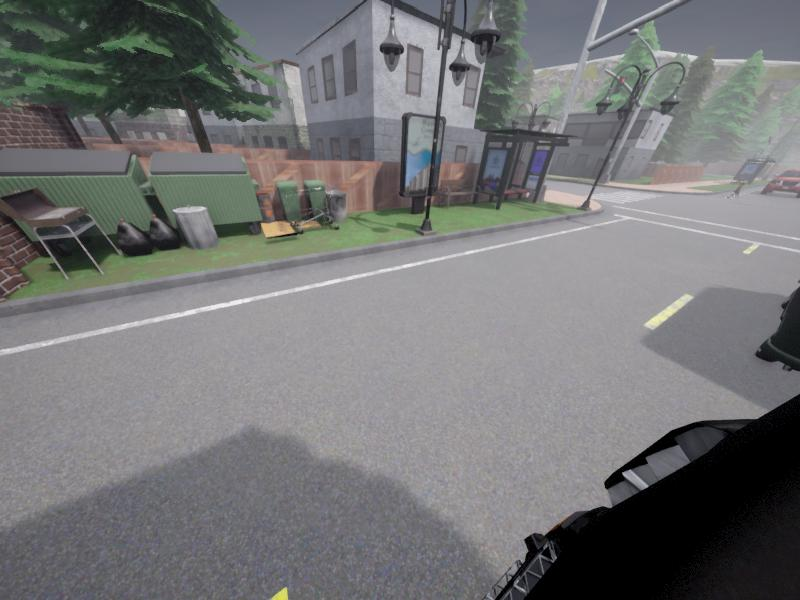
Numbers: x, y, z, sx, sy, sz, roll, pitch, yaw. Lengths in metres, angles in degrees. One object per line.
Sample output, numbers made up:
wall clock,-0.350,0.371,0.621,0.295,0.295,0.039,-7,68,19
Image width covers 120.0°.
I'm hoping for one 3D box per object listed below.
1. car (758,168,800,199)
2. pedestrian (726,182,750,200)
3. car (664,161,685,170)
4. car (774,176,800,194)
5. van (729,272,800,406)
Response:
car,34.579,-10.311,20.292,5.566,2.045,2.150,-16,38,-26
pedestrian,24.484,-7.946,16.763,0.500,1.100,0.500,-22,41,-32
car,70.483,-34.399,59.219,4.605,1.855,1.932,-17,38,-27
car,41.472,-12.005,23.989,4.181,1.385,1.994,-16,38,-26
van,6.541,-0.030,2.700,4.442,1.987,1.775,-16,38,-26
